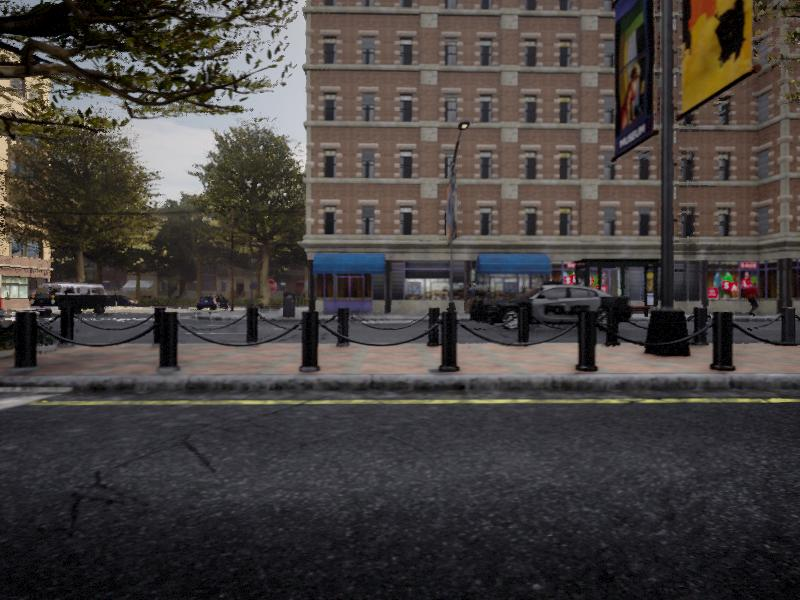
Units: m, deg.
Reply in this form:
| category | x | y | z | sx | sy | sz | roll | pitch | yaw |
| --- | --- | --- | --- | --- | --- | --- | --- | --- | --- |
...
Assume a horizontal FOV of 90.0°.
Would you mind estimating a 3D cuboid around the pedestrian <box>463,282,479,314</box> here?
| category | x | y | z | sx | sy | sz | roll | pitch | yaw |
| --- | --- | --- | --- | --- | --- | --- | --- | --- | --- |
| pedestrian | 4.138 | -0.117 | 23.336 | 0.751 | 1.860 | 0.751 | 0 | 0 | 23 |

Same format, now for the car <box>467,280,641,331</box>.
| category | x | y | z | sx | sy | sz | roll | pitch | yaw |
| --- | --- | --- | --- | --- | --- | --- | --- | --- | --- |
| car | 5.071 | 0.171 | 13.720 | 5.238 | 1.638 | 1.930 | 0 | 0 | -1 |

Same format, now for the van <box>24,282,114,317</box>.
| category | x | y | z | sx | sy | sz | roll | pitch | yaw |
| --- | --- | --- | --- | --- | --- | --- | --- | --- | --- |
| van | -20.928 | -0.051 | 25.579 | 2.069 | 2.038 | 4.480 | 0 | 0 | 0 |

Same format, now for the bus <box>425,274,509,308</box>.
| category | x | y | z | sx | sy | sz | roll | pitch | yaw |
| --- | --- | --- | --- | --- | --- | --- | --- | --- | --- |
| bus | 8.490 | -1.138 | 51.952 | 10.273 | 4.253 | 3.944 | 0 | 0 | -1 |

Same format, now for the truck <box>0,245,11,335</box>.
| category | x | y | z | sx | sy | sz | roll | pitch | yaw |
| --- | --- | --- | --- | --- | --- | --- | --- | --- | --- |
| truck | -13.513 | -0.260 | 9.882 | 5.204 | 2.467 | 2.627 | 0 | 0 | -1 |

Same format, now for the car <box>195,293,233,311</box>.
| category | x | y | z | sx | sy | sz | roll | pitch | yaw |
| --- | --- | --- | --- | --- | --- | --- | --- | --- | --- |
| car | -17.795 | 0.167 | 38.446 | 1.851 | 1.617 | 3.988 | 0 | 0 | -2 |

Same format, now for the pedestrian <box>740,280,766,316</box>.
| category | x | y | z | sx | sy | sz | roll | pitch | yaw |
| --- | --- | --- | --- | --- | --- | --- | --- | --- | --- |
| pedestrian | 18.977 | -0.106 | 21.510 | 0.751 | 1.860 | 0.751 | 0 | 0 | -1 |
